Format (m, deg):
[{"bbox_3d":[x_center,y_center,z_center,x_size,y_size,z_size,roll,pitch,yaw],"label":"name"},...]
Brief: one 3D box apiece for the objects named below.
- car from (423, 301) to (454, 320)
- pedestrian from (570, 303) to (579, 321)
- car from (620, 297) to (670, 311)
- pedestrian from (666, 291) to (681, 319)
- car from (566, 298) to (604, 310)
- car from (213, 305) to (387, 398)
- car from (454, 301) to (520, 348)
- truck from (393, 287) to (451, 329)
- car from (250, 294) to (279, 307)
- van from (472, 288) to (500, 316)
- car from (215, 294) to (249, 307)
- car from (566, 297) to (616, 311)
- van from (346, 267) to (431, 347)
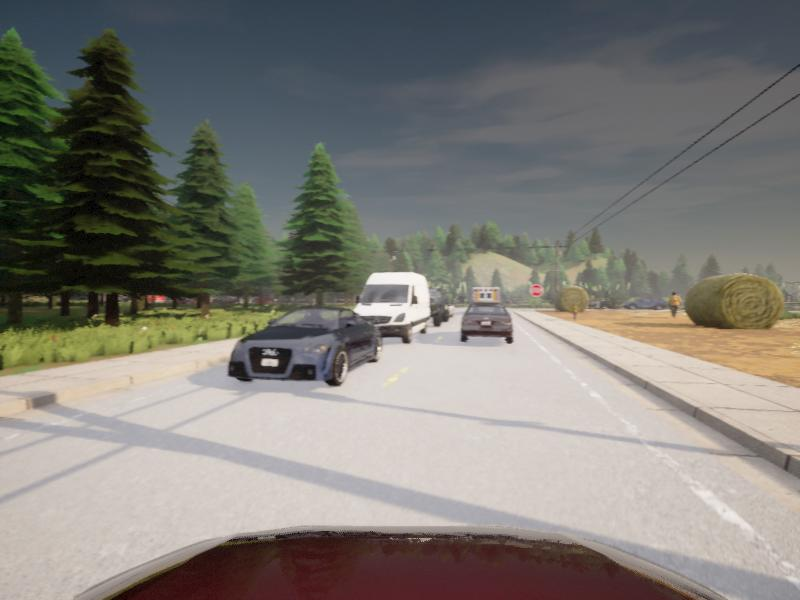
[{"bbox_3d":[3.063,0.720,31.040,1.895,1.301,4.718,0,0,12],"label":"car"},{"bbox_3d":[10.702,0.710,24.522,0.500,1.100,0.500,0,0,19],"label":"pedestrian"},{"bbox_3d":[30.558,0.466,50.050,4.856,1.649,2.033,0,0,15],"label":"car"},{"bbox_3d":[18.720,0.321,27.348,0.751,1.860,0.751,1,1,39],"label":"pedestrian"},{"bbox_3d":[23.945,0.507,51.811,4.193,1.474,1.816,0,0,15],"label":"car"},{"bbox_3d":[-1.745,0.839,8.581,1.994,1.385,4.181,0,0,12],"label":"car"},{"bbox_3d":[3.329,0.791,15.456,2.033,1.411,5.357,0,0,12],"label":"car"},{"bbox_3d":[1.501,0.370,23.595,2.390,2.098,6.274,0,0,12],"label":"truck"},{"bbox_3d":[-21.535,0.065,63.573,3.866,1.878,1.905,0,0,13],"label":"car"},{"bbox_3d":[8.109,0.120,37.753,2.351,2.431,6.366,0,0,12],"label":"van"},{"bbox_3d":[-25.563,0.078,60.933,4.605,1.855,1.932,0,0,13],"label":"car"},{"bbox_3d":[23.026,0.447,48.436,5.238,1.638,1.930,0,0,15],"label":"car"},{"bbox_3d":[-0.173,0.204,15.895,1.988,2.561,5.915,0,0,12],"label":"van"}]
